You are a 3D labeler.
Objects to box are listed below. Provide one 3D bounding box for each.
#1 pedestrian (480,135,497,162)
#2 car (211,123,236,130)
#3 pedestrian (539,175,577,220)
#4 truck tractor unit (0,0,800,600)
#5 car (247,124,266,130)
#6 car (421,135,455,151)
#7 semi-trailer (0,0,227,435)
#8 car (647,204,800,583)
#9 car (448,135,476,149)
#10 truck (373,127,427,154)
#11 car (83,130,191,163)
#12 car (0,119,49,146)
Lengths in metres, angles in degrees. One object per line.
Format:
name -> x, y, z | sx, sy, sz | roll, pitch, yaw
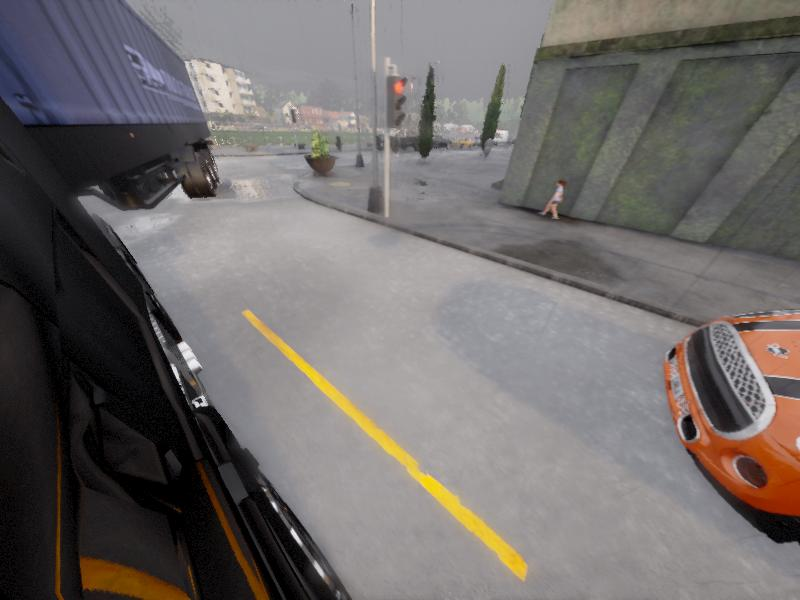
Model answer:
pedestrian -> 7.646, -13.157, 20.033 | 0.751, 1.860, 0.751 | 24, 42, 26
car -> -47.117, -46.359, 61.697 | 1.895, 1.301, 4.718 | 27, 43, 29
pedestrian -> 4.707, -3.054, 6.922 | 0.500, 1.100, 0.500 | 27, 43, 29
truck tractor unit -> -2.645, -0.295, 0.352 | 6.516, 4.208, 3.053 | 28, 44, 30
car -> -41.725, -50.293, 67.162 | 1.970, 1.475, 3.806 | 27, 43, 29
car -> 5.174, -21.048, 30.934 | 2.128, 1.511, 4.902 | 27, 43, 29
semi-trailer -> -6.941, -4.404, 5.416 | 2.717, 4.402, 14.254 | -17, 41, -23
car -> 4.456, 1.236, 0.790 | 4.553, 1.767, 2.097 | 27, 43, 29
car -> 9.540, -24.209, 35.390 | 1.801, 1.575, 5.366 | 27, 43, 29
truck -> 0.106, -17.636, 25.548 | 2.390, 2.098, 6.274 | 27, 43, 29
car -> -16.033, -9.553, 14.298 | 4.181, 1.385, 1.994 | 7, 37, 5
car -> -30.711, -13.553, 18.602 | 4.902, 1.511, 2.128 | 28, 43, 30
